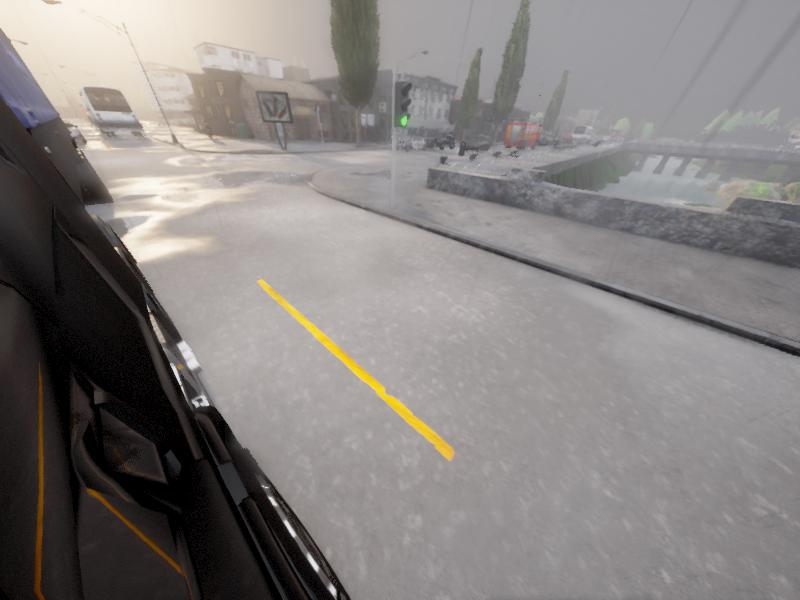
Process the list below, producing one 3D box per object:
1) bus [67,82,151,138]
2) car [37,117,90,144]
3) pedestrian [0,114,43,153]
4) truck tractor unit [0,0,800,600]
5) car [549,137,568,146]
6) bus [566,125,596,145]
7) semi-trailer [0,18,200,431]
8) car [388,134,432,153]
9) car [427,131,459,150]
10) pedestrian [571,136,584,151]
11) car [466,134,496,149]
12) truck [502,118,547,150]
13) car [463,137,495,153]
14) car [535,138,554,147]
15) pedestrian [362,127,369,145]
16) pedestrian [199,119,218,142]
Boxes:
[{"bbox_3d":[-33.467,-21.545,26.598,10.273,4.253,3.944,30,45,31],"label":"bus"},{"bbox_3d":[-28.354,-14.328,19.535,3.988,1.617,1.851,30,44,31],"label":"car"},{"bbox_3d":[-22.976,-9.950,13.811,0.751,1.860,0.751,-11,39,-17],"label":"pedestrian"},{"bbox_3d":[-2.645,-0.295,0.352,6.516,4.208,3.053,28,44,30],"label":"truck tractor unit"},{"bbox_3d":[36.110,-36.089,52.632,2.038,1.542,4.974,30,45,31],"label":"car"},{"bbox_3d":[52.360,-47.532,66.666,3.944,4.253,10.273,30,45,31],"label":"bus"},{"bbox_3d":[-8.582,-3.689,4.327,14.254,4.402,2.717,30,45,31],"label":"semi-trailer"},{"bbox_3d":[1.195,-17.477,25.689,2.038,1.542,4.974,30,45,32],"label":"car"},{"bbox_3d":[5.539,-20.394,29.547,1.905,1.878,3.866,30,45,31],"label":"car"},{"bbox_3d":[28.041,-24.727,36.570,0.751,1.860,0.751,-18,42,-25],"label":"pedestrian"},{"bbox_3d":[12.684,-24.821,36.116,2.152,1.651,5.027,30,45,31],"label":"car"},{"bbox_3d":[20.244,-26.911,37.548,2.891,3.827,8.468,30,45,32],"label":"truck"},{"bbox_3d":[9.864,-19.371,28.812,1.816,1.474,4.193,30,45,31],"label":"car"},{"bbox_3d":[29.067,-31.602,46.308,1.816,1.474,4.193,30,45,31],"label":"car"},{"bbox_3d":[-4.435,-21.251,29.879,0.751,1.860,0.751,2,37,-1],"label":"pedestrian"},{"bbox_3d":[-19.997,-17.714,24.137,0.751,1.860,0.751,27,43,29],"label":"pedestrian"}]
